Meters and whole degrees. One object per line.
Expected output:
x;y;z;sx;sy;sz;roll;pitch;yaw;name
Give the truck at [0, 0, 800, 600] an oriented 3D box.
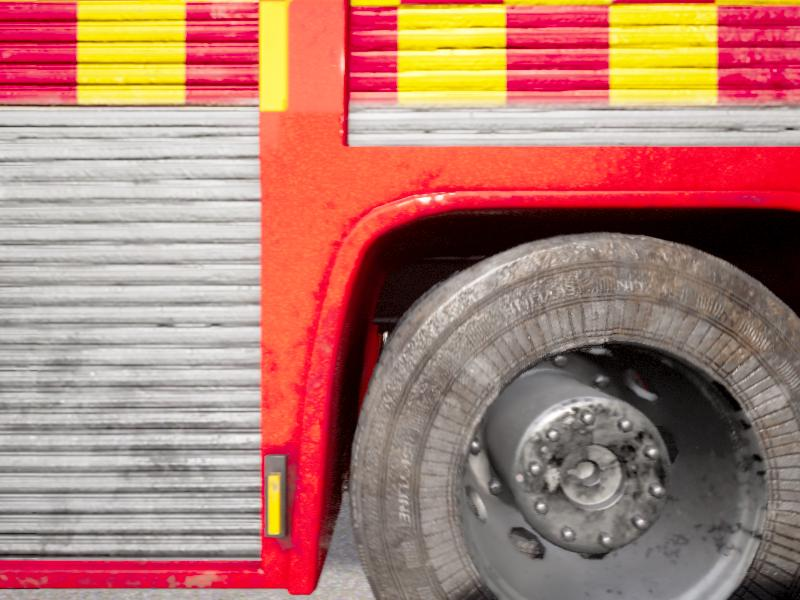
-1.969;-0.920;2.218;8.468;3.827;2.891;0;0;0;truck
